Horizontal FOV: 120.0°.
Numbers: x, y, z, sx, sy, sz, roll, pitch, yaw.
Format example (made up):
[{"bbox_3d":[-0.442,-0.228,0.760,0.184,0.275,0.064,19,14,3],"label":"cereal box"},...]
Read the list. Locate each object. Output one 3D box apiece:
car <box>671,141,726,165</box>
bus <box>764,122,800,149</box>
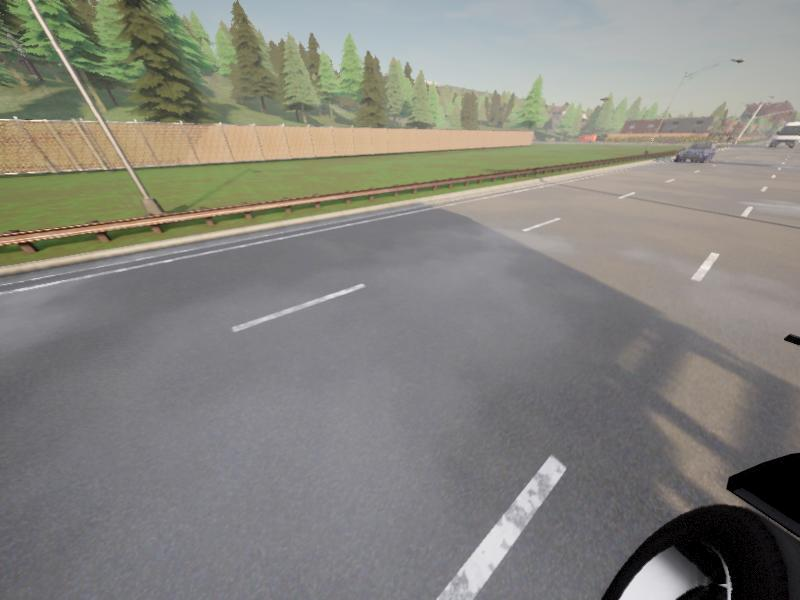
[{"bbox_3d":[28.774,-14.262,22.309,4.553,1.767,2.097,-22,41,-28],"label":"car"},{"bbox_3d":[80.066,-33.666,47.229,10.273,4.253,3.944,-22,41,-28],"label":"bus"}]
